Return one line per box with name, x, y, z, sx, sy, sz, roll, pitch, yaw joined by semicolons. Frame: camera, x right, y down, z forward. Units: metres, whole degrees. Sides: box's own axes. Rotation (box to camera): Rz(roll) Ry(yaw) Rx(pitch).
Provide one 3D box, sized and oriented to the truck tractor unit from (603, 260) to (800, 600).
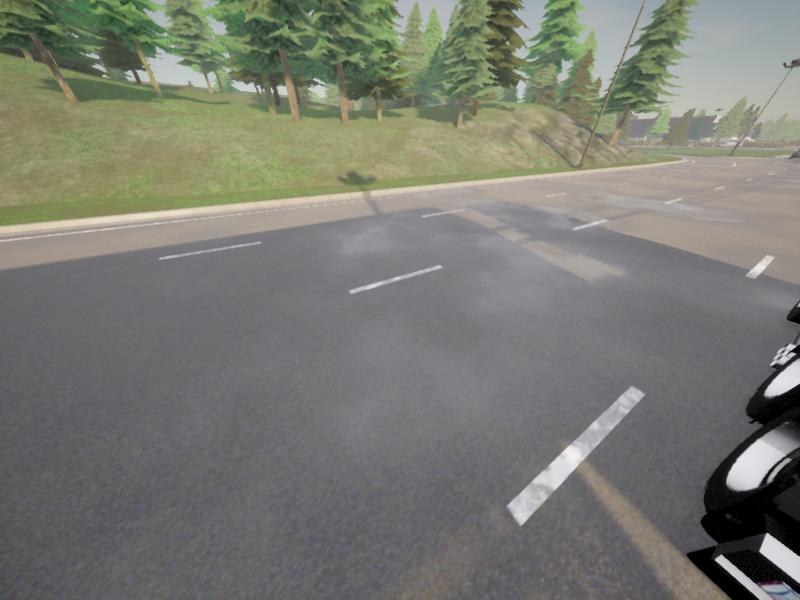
truck tractor unit;5.100;-0.313;0.789;6.516;4.208;3.053;-19;39;-24
